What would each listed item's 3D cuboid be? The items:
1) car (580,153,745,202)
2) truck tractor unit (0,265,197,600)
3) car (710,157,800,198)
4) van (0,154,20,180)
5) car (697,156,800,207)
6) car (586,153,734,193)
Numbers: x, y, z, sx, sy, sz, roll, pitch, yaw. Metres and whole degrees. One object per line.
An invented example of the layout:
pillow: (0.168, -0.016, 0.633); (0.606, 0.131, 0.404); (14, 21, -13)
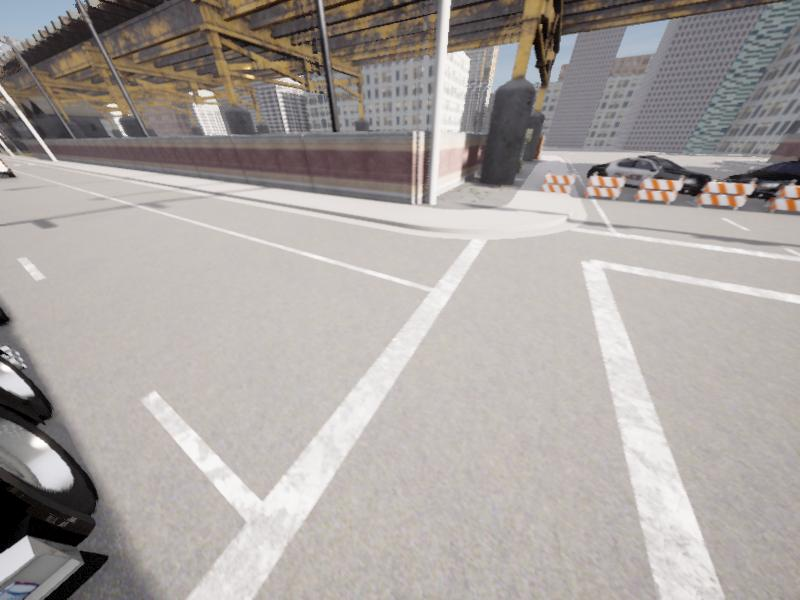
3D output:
car: (12.409, -6.336, 11.599); (2.038, 1.542, 4.974); (-10, 36, -13)
truck tractor unit: (-5.115, -0.295, 0.780); (6.516, 4.208, 3.053); (18, 39, 24)
car: (16.456, -5.178, 9.618); (4.536, 1.218, 1.853); (-4, 35, -5)
van: (-32.155, -10.697, 17.482); (5.915, 2.561, 1.988); (18, 39, 24)
car: (16.406, -5.045, 9.703); (4.974, 1.542, 2.038); (-4, 35, -5)
car: (12.393, -6.494, 11.549); (1.853, 1.218, 4.536); (-10, 36, -13)
